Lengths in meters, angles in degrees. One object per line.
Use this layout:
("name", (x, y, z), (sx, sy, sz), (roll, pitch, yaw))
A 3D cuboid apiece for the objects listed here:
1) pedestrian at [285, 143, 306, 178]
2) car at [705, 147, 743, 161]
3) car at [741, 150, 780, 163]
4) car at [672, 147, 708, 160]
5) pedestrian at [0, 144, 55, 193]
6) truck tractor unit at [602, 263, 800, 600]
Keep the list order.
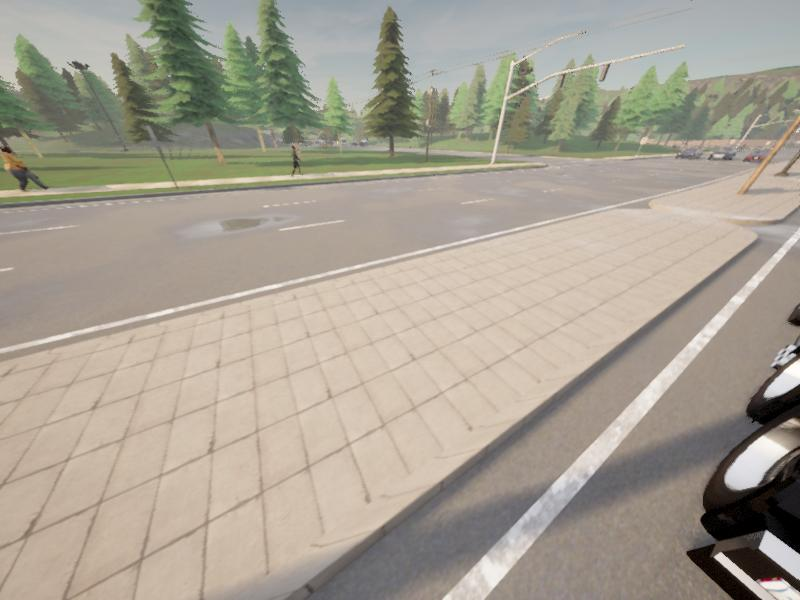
("pedestrian", (-6.891, -9.182, 15.215), (0.751, 1.860, 0.751), (-17, 38, -23))
("car", (48.101, -21.701, 34.268), (4.856, 1.649, 2.033), (-19, 39, -25))
("car", (48.860, -19.506, 31.345), (4.181, 1.385, 1.994), (-18, 39, -25))
("car", (45.887, -23.227, 36.527), (4.974, 1.542, 2.038), (-18, 39, -25))
("pedestrian", (-17.122, -5.912, 10.411), (0.751, 1.860, 0.751), (-17, 38, -23))
("truck tractor unit", (5.112, -0.298, 0.788), (6.516, 4.208, 3.053), (-18, 39, -24))
